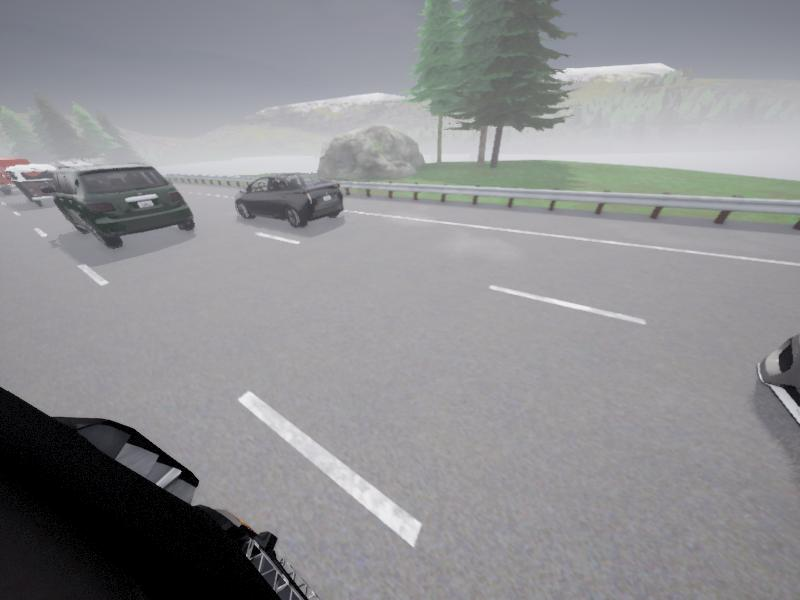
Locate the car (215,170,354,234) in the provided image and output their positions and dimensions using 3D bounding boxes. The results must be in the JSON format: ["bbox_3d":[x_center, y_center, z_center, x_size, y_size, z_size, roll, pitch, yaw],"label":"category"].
[{"bbox_3d":[-4.163,-3.759,8.432,4.514,1.525,2.007,17,38,26],"label":"car"}]

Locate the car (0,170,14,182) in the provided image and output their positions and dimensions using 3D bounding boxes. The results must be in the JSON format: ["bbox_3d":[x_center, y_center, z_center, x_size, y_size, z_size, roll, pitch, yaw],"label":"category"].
[{"bbox_3d":[-56.995,-17.484,32.615,4.718,1.301,1.895,17,38,26],"label":"car"}]

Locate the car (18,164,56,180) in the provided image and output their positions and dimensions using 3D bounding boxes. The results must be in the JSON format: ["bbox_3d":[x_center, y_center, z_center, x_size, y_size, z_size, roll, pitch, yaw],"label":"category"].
[{"bbox_3d":[-53.303,-18.869,33.920,4.605,1.855,1.932,17,38,26],"label":"car"}]

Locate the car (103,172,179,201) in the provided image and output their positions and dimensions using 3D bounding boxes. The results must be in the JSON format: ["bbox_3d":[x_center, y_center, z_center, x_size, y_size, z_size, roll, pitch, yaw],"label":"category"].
[{"bbox_3d":[-17.033,-7.583,15.198,4.718,1.301,1.895,17,38,26],"label":"car"}]

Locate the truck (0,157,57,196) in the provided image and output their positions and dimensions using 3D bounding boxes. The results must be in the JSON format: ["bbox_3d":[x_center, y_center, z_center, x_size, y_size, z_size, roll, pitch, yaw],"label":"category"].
[{"bbox_3d":[-32.892,-10.622,19.728,5.204,2.467,2.627,17,38,26],"label":"truck"}]

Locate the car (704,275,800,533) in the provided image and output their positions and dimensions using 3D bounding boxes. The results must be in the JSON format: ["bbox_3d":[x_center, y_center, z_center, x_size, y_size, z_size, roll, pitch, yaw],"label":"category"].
[{"bbox_3d":[4.970,1.255,0.253,5.027,1.651,2.152,17,38,27],"label":"car"}]

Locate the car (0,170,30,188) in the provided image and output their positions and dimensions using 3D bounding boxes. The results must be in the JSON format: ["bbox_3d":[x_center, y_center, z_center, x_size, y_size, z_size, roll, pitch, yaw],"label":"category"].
[{"bbox_3d":[-42.589,-13.169,25.061,4.193,1.474,1.816,17,38,26],"label":"car"}]

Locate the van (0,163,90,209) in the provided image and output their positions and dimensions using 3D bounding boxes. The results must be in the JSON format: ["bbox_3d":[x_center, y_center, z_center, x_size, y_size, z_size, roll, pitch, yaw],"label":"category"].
[{"bbox_3d":[-21.728,-7.045,14.037,4.480,2.038,2.069,17,39,26],"label":"van"}]

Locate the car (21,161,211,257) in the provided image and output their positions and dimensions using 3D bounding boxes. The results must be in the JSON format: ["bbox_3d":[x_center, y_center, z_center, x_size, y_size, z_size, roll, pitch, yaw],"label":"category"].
[{"bbox_3d":[-9.202,-3.236,7.515,5.566,2.045,2.150,17,38,26],"label":"car"}]

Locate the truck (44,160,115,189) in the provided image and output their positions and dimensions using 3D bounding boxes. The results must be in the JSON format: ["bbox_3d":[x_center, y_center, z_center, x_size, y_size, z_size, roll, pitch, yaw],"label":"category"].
[{"bbox_3d":[-30.524,-12.023,21.995,6.274,2.098,2.390,17,38,27],"label":"truck"}]
